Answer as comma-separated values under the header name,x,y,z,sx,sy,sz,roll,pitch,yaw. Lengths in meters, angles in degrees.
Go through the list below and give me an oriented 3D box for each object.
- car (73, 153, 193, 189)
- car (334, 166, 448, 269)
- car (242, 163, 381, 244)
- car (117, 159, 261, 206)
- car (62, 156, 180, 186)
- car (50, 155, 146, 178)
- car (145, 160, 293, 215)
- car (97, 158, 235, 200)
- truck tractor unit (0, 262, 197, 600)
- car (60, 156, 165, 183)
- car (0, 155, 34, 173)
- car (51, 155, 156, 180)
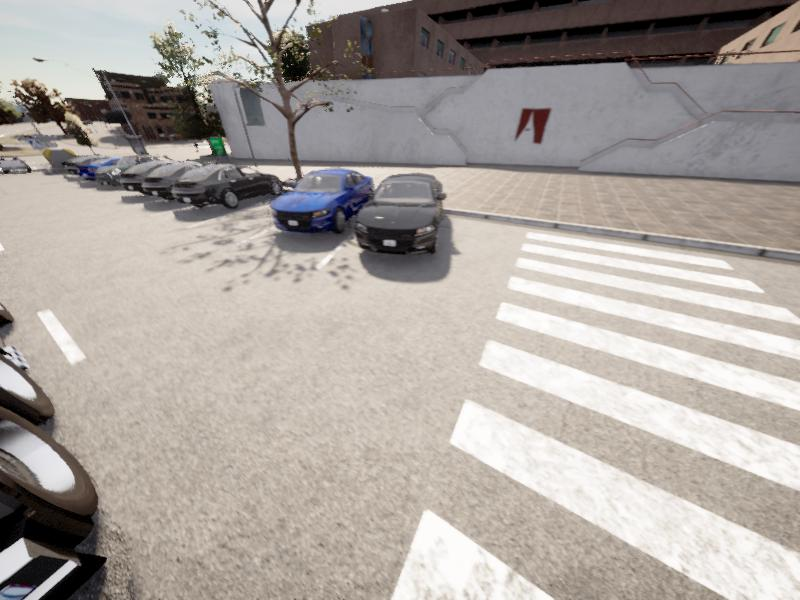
name,x,y,z,sx,sy,sz,roll,pitch,yaw
car,-17.459,-8.828,15.567,2.185,1.767,4.553,8,35,11
car,0.226,-2.779,6.670,2.097,1.535,5.008,6,34,8
car,-2.335,-3.605,7.906,2.097,1.535,5.008,6,34,9
car,-9.973,-6.102,11.669,2.231,1.521,4.892,6,34,10
car,-19.940,-9.596,16.959,2.097,1.535,5.008,7,34,12
car,-27.249,-12.337,21.181,2.163,1.488,4.792,8,35,13
car,-7.440,-5.257,10.393,2.231,1.521,4.892,6,34,10
car,-12.489,-6.957,12.963,2.231,1.521,4.892,7,34,11
truck tractor unit,-5.122,-0.286,0.797,6.516,4.208,3.053,18,39,25
car,-22.387,-10.468,18.358,2.002,1.452,4.674,8,35,12
car,-41.247,-14.530,24.647,3.633,1.501,1.845,23,40,31
car,-24.836,-11.413,19.723,2.231,1.521,4.892,8,34,13
